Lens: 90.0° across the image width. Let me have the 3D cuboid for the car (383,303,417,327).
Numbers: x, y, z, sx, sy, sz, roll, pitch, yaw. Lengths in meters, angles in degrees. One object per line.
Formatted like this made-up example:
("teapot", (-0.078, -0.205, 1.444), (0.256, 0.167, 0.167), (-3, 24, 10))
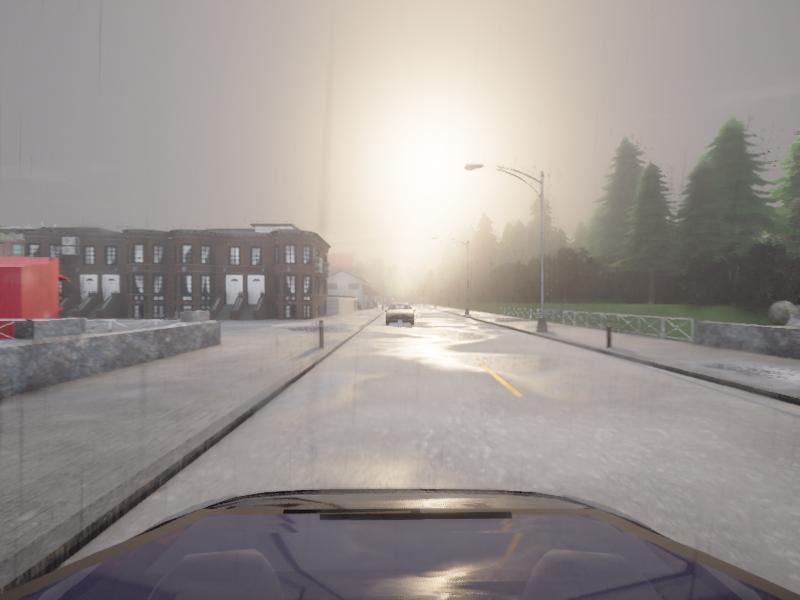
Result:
("car", (0.000, 0.896, 26.503), (2.033, 1.411, 5.357), (0, 0, 0))
